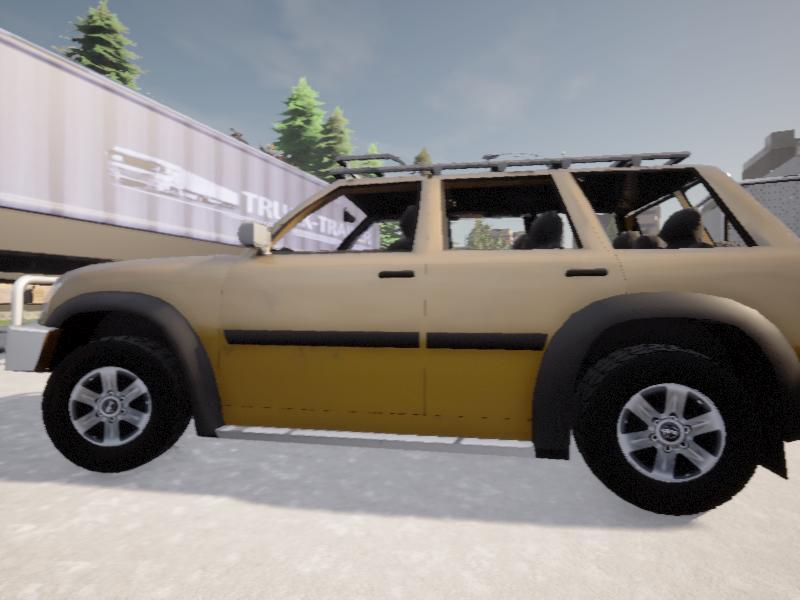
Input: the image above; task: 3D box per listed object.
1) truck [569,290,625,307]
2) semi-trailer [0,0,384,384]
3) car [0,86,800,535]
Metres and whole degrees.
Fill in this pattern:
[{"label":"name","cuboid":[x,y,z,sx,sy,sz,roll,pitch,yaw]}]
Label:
[{"label":"truck","cuboid":[25.097,-0.208,51.325,6.274,2.098,2.390,0,0,24]},{"label":"semi-trailer","cuboid":[-4.655,-1.250,7.755,2.717,4.402,14.254,0,0,24]},{"label":"car","cuboid":[0.028,0.039,2.875,4.605,1.855,1.932,0,0,9]}]
